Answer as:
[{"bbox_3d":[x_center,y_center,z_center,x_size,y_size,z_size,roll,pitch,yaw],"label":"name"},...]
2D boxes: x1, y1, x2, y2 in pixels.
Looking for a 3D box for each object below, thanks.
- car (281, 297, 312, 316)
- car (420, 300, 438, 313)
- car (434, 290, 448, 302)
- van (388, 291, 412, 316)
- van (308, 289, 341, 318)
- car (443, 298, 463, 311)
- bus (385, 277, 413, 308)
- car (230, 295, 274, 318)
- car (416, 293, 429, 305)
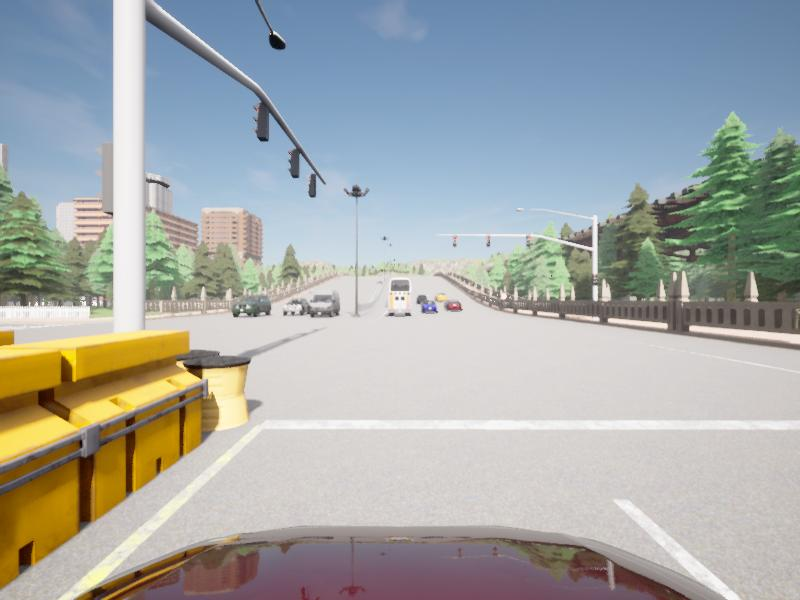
[{"bbox_3d":[-10.494,0.636,40.951,1.932,1.855,4.605,0,0,0],"label":"car"},{"bbox_3d":[3.508,0.756,48.943,1.816,1.474,4.193,0,2,0],"label":"car"},{"bbox_3d":[7.099,-0.753,69.479,1.801,1.575,5.366,0,7,0],"label":"car"},{"bbox_3d":[-0.005,0.360,42.187,2.351,2.431,6.366,0,0,0],"label":"van"},{"bbox_3d":[-7.000,0.309,37.755,1.988,2.561,5.915,0,0,0],"label":"van"},{"bbox_3d":[7.020,0.584,53.462,2.163,1.488,4.792,0,3,0],"label":"car"},{"bbox_3d":[-0.066,-1.351,61.854,3.944,4.253,10.273,0,5,0],"label":"bus"},{"bbox_3d":[-13.998,0.558,38.165,2.150,2.045,5.566,0,0,0],"label":"car"},{"bbox_3d":[3.571,-0.210,64.805,1.816,1.474,4.193,0,5,0],"label":"car"}]
